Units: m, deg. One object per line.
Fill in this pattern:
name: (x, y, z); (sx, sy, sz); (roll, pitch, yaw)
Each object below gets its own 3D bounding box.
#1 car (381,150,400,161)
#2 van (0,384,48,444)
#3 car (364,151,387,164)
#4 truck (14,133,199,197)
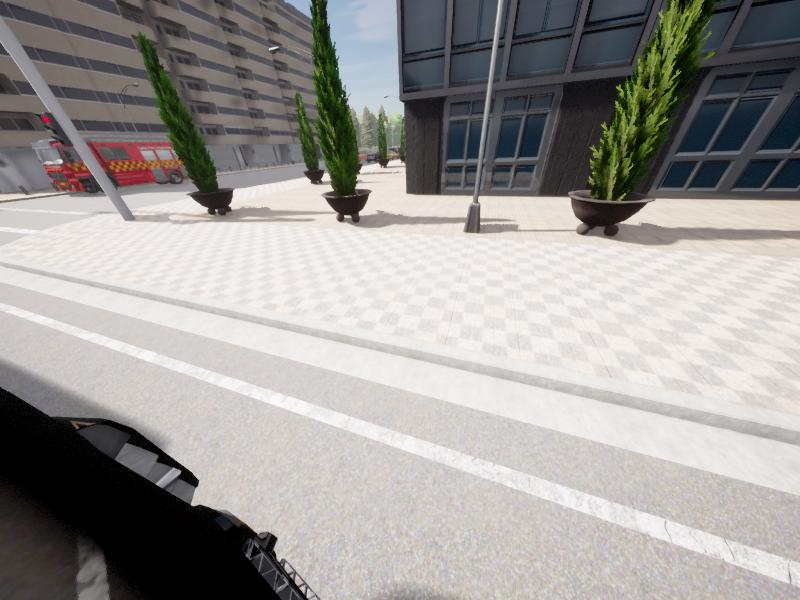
car: (-1.705, -28.041, 44.681); (1.801, 1.575, 5.366); (9, 35, 17)
van: (-6.109, 0.531, 1.813); (4.442, 1.987, 1.775); (9, 35, 17)
car: (-4.029, -24.214, 39.157); (2.007, 1.525, 4.514); (9, 35, 17)
truck: (-23.213, -11.557, 19.531); (2.891, 3.827, 8.468); (9, 35, 17)
